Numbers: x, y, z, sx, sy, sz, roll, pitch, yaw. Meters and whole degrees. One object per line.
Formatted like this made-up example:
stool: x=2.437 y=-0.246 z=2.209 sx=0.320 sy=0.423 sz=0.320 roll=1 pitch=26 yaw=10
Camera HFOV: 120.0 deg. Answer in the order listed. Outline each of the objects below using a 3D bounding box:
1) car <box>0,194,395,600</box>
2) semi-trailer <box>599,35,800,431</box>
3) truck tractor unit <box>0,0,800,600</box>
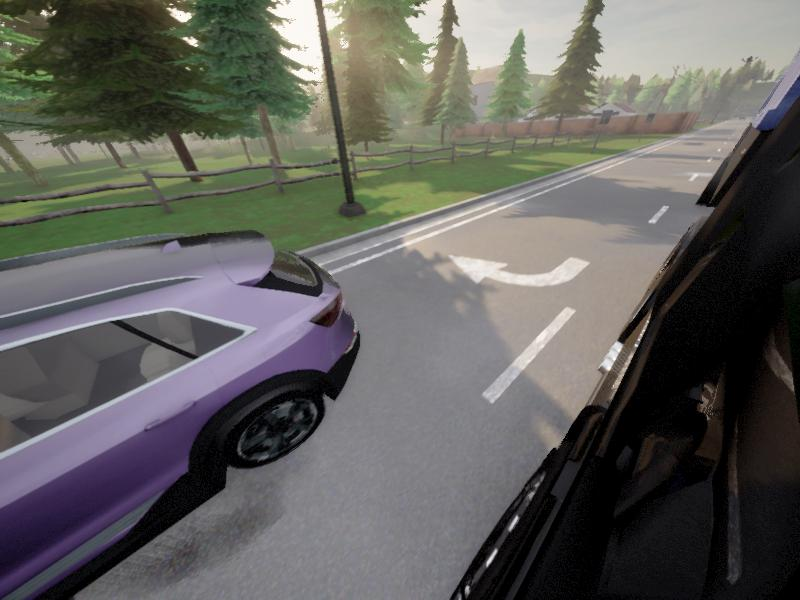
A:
car: x=-2.597 y=0.804 z=1.433 sx=4.856 sy=1.649 sz=2.033 roll=-28 pitch=43 yaw=-30
semi-trailer: x=8.684 y=-3.600 z=4.265 sx=14.254 sy=4.402 sz=2.717 roll=-28 pitch=43 yaw=-30
truck tractor unit: x=2.645 y=-0.295 z=0.351 sx=6.516 sy=4.208 sz=3.053 roll=-28 pitch=44 yaw=-30
